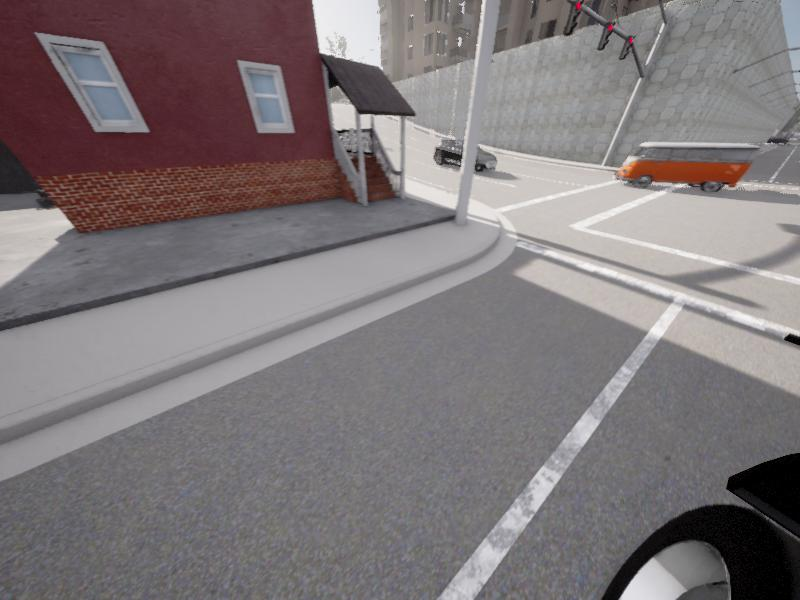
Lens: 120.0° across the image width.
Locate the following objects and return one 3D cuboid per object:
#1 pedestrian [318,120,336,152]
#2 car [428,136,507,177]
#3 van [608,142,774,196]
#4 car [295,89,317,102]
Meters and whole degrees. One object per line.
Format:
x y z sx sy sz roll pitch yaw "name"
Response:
-5.280 -11.833 16.693 0.751 1.860 0.751 -18 39 -23 "pedestrian"
4.333 -9.899 15.741 2.033 1.649 4.856 -22 46 -28 "car"
13.766 -6.662 11.525 4.442 1.987 1.775 17 40 23 "van"
-16.718 -36.287 41.044 2.128 1.511 4.902 -23 45 -28 "car"
